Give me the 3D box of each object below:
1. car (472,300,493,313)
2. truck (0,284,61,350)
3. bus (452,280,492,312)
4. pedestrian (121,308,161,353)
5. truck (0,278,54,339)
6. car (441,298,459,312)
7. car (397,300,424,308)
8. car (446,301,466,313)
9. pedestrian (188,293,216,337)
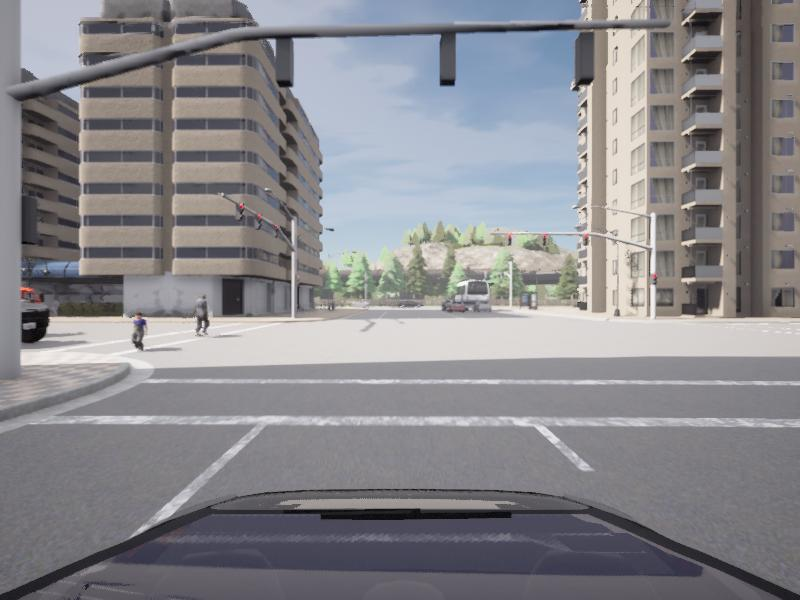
[{"bbox_3d":[10.504,0.809,51.077,1.845,1.501,3.633,0,0,0],"label":"car"},{"bbox_3d":[-15.830,0.537,13.798,6.274,2.098,2.390,0,0,1],"label":"truck"},{"bbox_3d":[10.376,-0.555,59.106,3.944,4.253,10.273,0,0,0],"label":"bus"},{"bbox_3d":[-7.919,0.913,12.245,0.751,1.300,0.751,0,0,-2],"label":"pedestrian"},{"bbox_3d":[-18.735,0.351,17.341,5.204,2.467,2.627,0,0,1],"label":"truck"},{"bbox_3d":[6.997,0.633,56.065,1.932,1.855,4.605,0,0,0],"label":"car"},{"bbox_3d":[1.956,0.775,73.347,4.892,1.490,1.837,0,0,1],"label":"car"},{"bbox_3d":[6.994,0.836,50.046,1.970,1.475,3.806,0,0,0],"label":"car"},{"bbox_3d":[-8.486,0.631,17.173,0.751,1.860,0.751,0,0,15],"label":"pedestrian"}]
